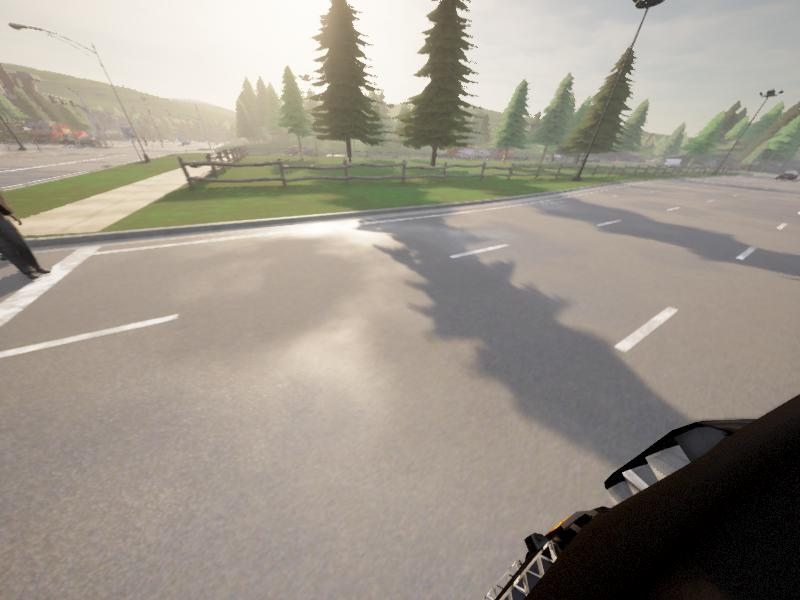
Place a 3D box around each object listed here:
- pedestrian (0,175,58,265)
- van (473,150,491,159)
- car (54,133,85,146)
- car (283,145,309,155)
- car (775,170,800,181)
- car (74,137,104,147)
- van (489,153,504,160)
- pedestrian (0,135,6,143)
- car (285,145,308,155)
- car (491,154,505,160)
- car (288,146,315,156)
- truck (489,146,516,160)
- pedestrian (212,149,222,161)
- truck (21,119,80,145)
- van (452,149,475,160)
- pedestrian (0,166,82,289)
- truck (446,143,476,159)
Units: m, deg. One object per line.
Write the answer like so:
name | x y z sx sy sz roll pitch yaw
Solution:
pedestrian | -7.686 -1.667 4.222 0.751 1.860 0.751 -21 40 -32
van | 29.525 -52.384 83.082 5.915 2.561 1.988 -16 38 -26
car | -66.458 -32.349 46.563 1.905 1.878 3.866 -16 38 -26
car | -23.961 -34.572 53.176 5.027 1.651 2.152 -16 38 -26
car | 70.465 -22.573 41.861 4.674 1.442 1.812 -16 38 -26
car | -61.971 -31.615 46.103 1.837 1.490 4.892 -16 38 -25
van | 30.864 -45.846 73.813 4.442 1.987 1.775 -16 38 -26
pedestrian | -70.103 -28.474 40.094 0.751 1.860 0.751 -19 39 -29
car | -22.579 -32.740 50.510 3.988 1.617 1.851 -16 38 -26
car | 35.123 -51.282 82.836 4.514 1.525 2.007 -16 38 -26
car | -20.497 -31.113 48.177 4.856 1.649 2.033 -16 38 -26
truck | 34.930 -49.986 78.699 8.468 3.827 2.891 -16 38 -26
pedestrian | -20.468 -16.253 25.824 0.500 1.100 0.500 -13 37 -23
truck | -71.822 -34.611 47.827 2.891 3.827 8.468 -16 38 -26
van | 18.558 -42.538 67.520 6.366 2.431 2.351 -16 38 -26
pedestrian | -6.435 -1.205 3.611 0.751 1.860 0.751 8 34 8
truck | 18.631 -45.358 70.530 8.468 3.827 2.891 -16 38 -26
